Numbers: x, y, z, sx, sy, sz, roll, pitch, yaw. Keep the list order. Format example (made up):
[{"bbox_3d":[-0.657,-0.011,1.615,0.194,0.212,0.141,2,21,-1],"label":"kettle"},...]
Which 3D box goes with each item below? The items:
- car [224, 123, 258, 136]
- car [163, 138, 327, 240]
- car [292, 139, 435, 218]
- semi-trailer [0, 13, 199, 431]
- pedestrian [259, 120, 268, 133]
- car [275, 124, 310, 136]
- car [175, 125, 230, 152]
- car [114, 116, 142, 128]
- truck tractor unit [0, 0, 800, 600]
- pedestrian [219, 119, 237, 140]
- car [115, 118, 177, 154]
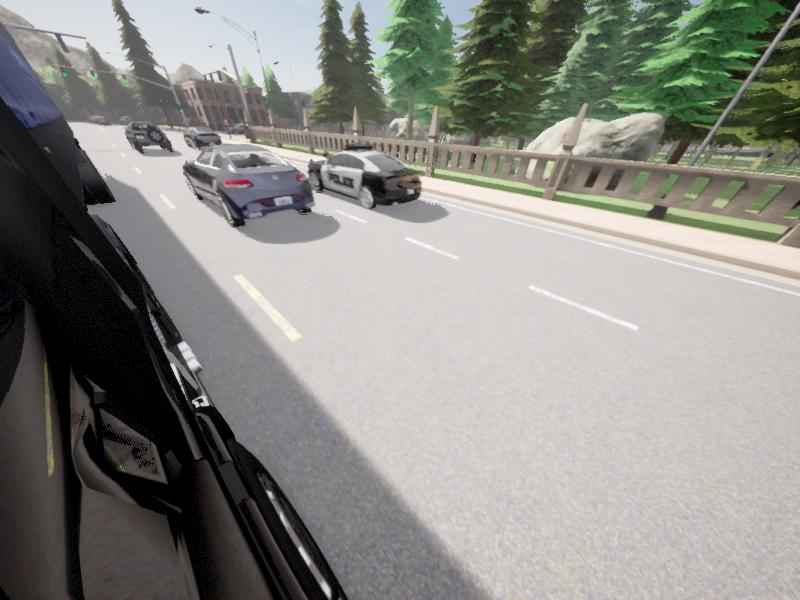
[{"bbox_3d":[-25.890,-27.787,37.675,1.970,1.475,3.806,30,45,32],"label":"car"},{"bbox_3d":[-4.601,-3.580,6.763,5.027,1.651,2.152,31,45,32],"label":"car"},{"bbox_3d":[-1.530,-4.643,8.364,5.238,1.638,1.930,31,45,32],"label":"car"},{"bbox_3d":[-8.557,-3.710,4.345,14.254,4.402,2.717,30,45,31],"label":"semi-trailer"},{"bbox_3d":[-26.300,-33.398,44.499,0.751,1.860,0.751,21,40,22],"label":"pedestrian"},{"bbox_3d":[-19.859,-31.512,42.948,1.801,1.575,5.366,31,45,32],"label":"car"},{"bbox_3d":[-16.500,-13.504,19.266,4.902,1.511,2.128,31,45,32],"label":"car"},{"bbox_3d":[-54.518,-35.778,46.349,4.611,1.667,2.242,23,41,25],"label":"car"},{"bbox_3d":[-2.645,-0.295,0.351,6.516,4.208,3.053,28,44,30],"label":"truck tractor unit"},{"bbox_3d":[-19.253,-19.041,25.866,0.751,1.860,0.751,15,39,15],"label":"pedestrian"},{"bbox_3d":[-18.344,-11.883,16.675,4.605,1.855,1.932,30,45,32],"label":"car"}]
